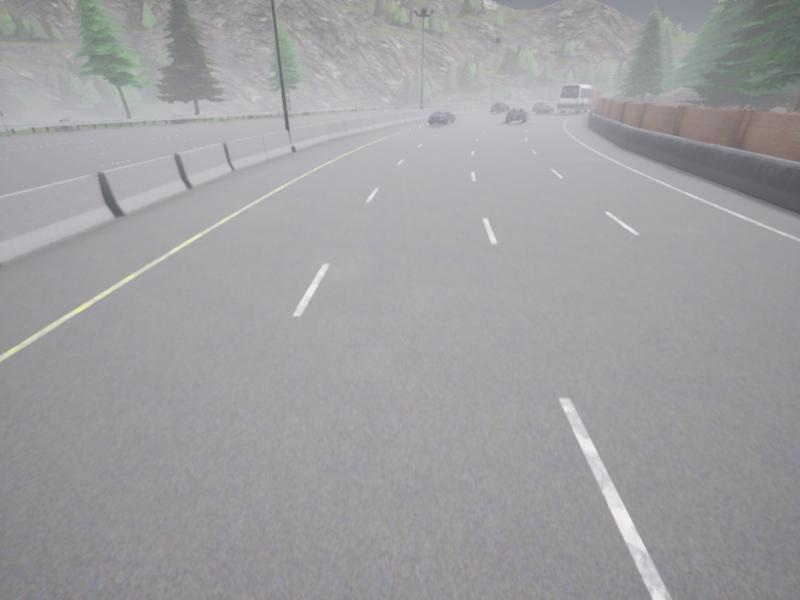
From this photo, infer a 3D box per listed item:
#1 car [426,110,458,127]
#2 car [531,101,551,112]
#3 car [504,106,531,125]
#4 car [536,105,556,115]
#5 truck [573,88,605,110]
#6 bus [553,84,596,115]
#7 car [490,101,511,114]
[{"bbox_3d":[4.633,-19.761,43.345,2.033,1.411,5.357,10,29,19],"label":"car"},{"bbox_3d":[26.171,-35.883,74.172,2.033,1.649,4.856,18,32,31],"label":"car"},{"bbox_3d":[13.475,-21.112,45.655,2.152,1.651,5.027,10,29,19],"label":"car"},{"bbox_3d":[23.685,-30.920,64.940,1.895,1.301,4.718,16,31,28],"label":"car"},{"bbox_3d":[39.948,-42.453,84.428,2.891,3.827,8.468,22,35,37],"label":"truck"},{"bbox_3d":[29.009,-33.287,66.270,3.944,4.253,10.273,17,32,29],"label":"bus"},{"bbox_3d":[16.636,-31.980,66.422,1.932,1.855,4.605,14,31,26],"label":"car"}]
